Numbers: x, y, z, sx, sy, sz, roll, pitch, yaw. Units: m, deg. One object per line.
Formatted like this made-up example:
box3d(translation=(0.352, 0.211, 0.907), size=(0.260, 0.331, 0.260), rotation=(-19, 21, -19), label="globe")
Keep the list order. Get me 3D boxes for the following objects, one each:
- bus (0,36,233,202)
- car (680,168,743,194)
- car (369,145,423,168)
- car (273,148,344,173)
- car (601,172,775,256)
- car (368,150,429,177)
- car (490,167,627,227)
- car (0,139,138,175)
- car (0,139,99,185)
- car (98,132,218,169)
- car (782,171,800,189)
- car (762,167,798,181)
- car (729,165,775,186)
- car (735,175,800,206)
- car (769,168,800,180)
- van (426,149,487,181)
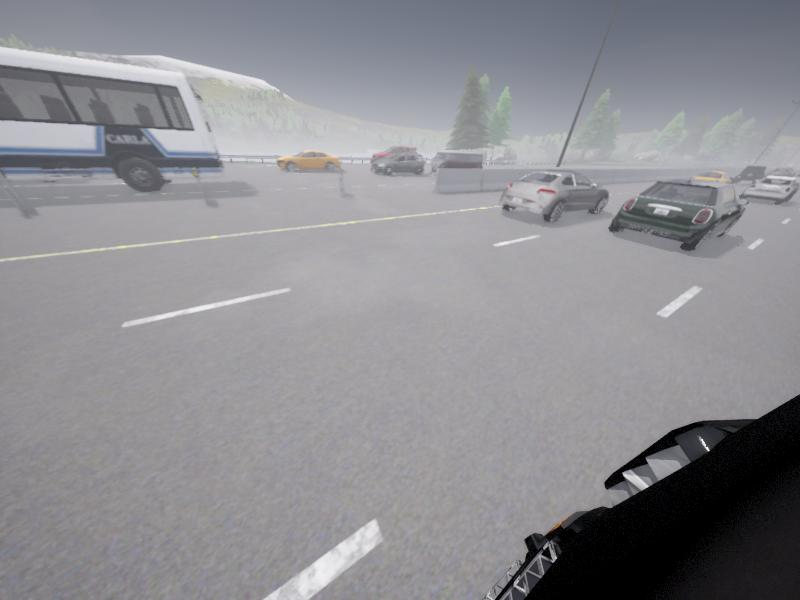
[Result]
box3d(translation=(-13.193, -6.480, 8.740), size=(10.273, 4.253, 3.944), rotation=(-16, 38, -26), label="bus")
box3d(translation=(26.436, -10.170, 19.599), size=(5.366, 1.575, 1.801), rotation=(-16, 38, -26), label="car")
box3d(translation=(-0.433, -16.123, 26.029), size=(5.566, 2.045, 2.150), rotation=(-16, 38, -26), label="car")
box3d(translation=(-7.510, -11.610, 19.236), size=(5.008, 1.535, 1.882), rotation=(-16, 38, -26), label="car")
box3d(translation=(9.242, -3.022, 7.480), size=(4.553, 1.767, 2.097), rotation=(-16, 38, -26), label="car")
box3d(translation=(-0.126, -11.544, 19.576), size=(4.611, 1.667, 2.242), rotation=(-16, 38, -26), label="car")
box3d(translation=(6.474, -4.407, 9.489), size=(5.027, 1.651, 2.152), rotation=(-16, 38, -26), label="car")
box3d(translation=(-19.031, -8.269, 13.411), size=(4.514, 1.525, 2.007), rotation=(-16, 38, -26), label="car")
box3d(translation=(-18.206, -6.289, 10.440), size=(5.027, 1.651, 2.152), rotation=(-16, 38, -26), label="car")
box3d(translation=(-17.555, -11.165, 17.368), size=(5.566, 2.045, 2.150), rotation=(-16, 38, -26), label="car")
box3d(translation=(45.037, -13.333, 25.677), size=(3.988, 1.617, 1.851), rotation=(-16, 38, -26), label="car")
box3d(translation=(61.556, -20.441, 37.433), size=(4.611, 1.667, 2.242), rotation=(-16, 38, -26), label="car")
box3d(translation=(40.934, -14.513, 26.872), size=(3.866, 1.878, 1.905), rotation=(-16, 38, -26), label="car")
box3d(translation=(25.279, -7.533, 15.680), size=(3.806, 1.475, 1.970), rotation=(-16, 38, -26), label="car")
box3d(translation=(67.298, -22.103, 40.362), size=(4.856, 1.649, 2.033), rotation=(-16, 38, -26), label="car")
box3d(translation=(4.481, -10.749, 18.454), size=(4.442, 1.987, 1.775), rotation=(-16, 38, -26), label="van")
